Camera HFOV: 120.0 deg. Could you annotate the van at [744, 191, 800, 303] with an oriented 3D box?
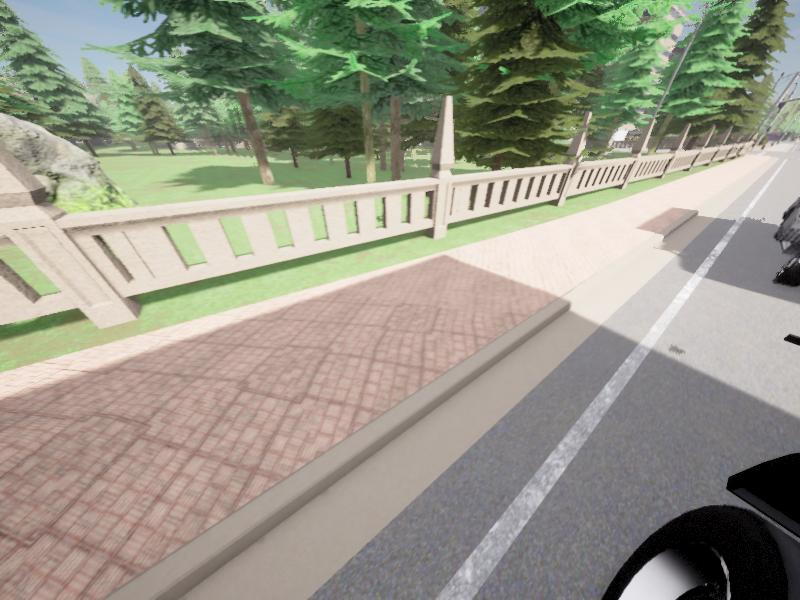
[{"bbox_3d":[9.540,-1.733,4.197,6.366,2.431,2.351,-22,41,-28],"label":"van"}]
